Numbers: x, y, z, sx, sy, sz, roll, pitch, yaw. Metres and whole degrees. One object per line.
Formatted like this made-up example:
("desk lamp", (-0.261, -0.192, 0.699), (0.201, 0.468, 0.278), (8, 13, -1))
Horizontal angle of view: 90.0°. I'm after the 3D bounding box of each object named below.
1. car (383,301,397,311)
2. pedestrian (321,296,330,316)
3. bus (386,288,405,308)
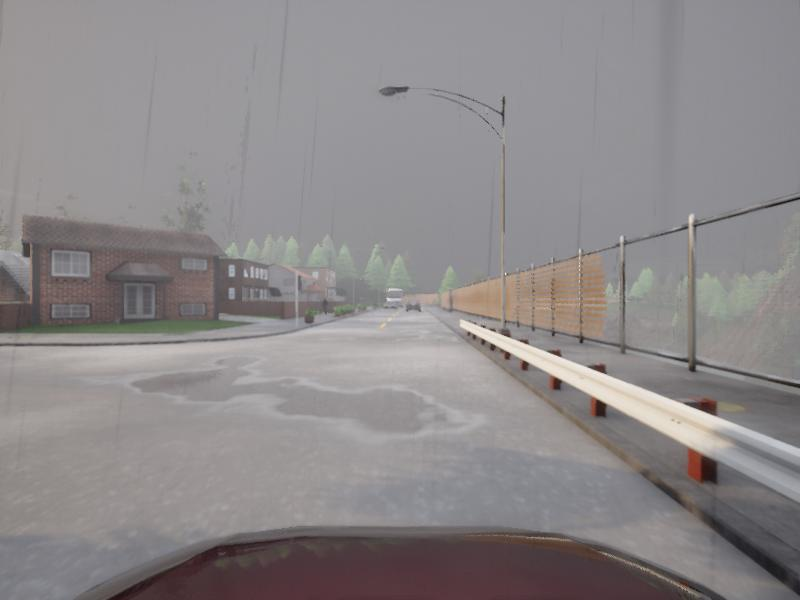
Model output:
("car", (-1.690, 1.014, 69.308), (2.152, 1.651, 5.027), (0, 0, 2))
("pedestrian", (-7.340, 0.586, 39.270), (0.751, 1.860, 0.751), (0, 0, -2))
("bus", (-0.882, -0.418, 90.875), (3.944, 4.253, 10.273), (0, 0, 2))
